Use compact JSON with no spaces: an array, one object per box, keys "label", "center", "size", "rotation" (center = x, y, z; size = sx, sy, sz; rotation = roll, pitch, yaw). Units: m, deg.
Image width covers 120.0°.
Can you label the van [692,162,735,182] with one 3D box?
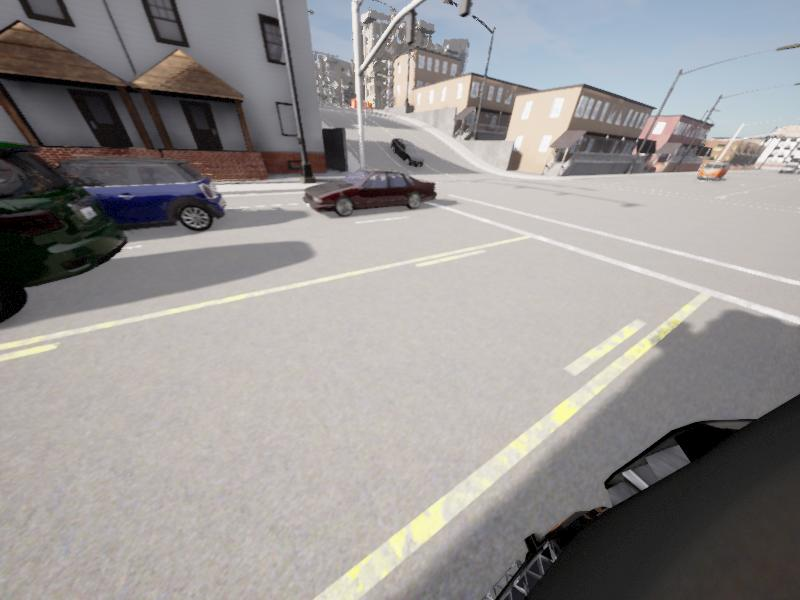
[{"label":"van","center":[40.161,-16.448,29.598],"size":[4.442,1.987,1.775],"rotation":[-16,38,-26]}]

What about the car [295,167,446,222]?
[{"label":"car","center":[-0.967,-4.383,9.171],"size":[5.357,1.411,2.033],"rotation":[-18,39,-28]}]

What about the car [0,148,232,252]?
[{"label":"car","center":[-7.290,-2.711,5.858],"size":[4.553,1.767,2.097],"rotation":[-16,38,-26]}]

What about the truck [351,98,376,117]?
[{"label":"truck","center":[-8.446,-44.704,53.747],"size":[5.204,2.467,2.627],"rotation":[-14,37,-27]}]

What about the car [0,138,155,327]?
[{"label":"car","center":[-7.163,-0.610,2.489],"size":[5.566,2.045,2.150],"rotation":[-16,38,-26]}]

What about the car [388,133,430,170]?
[{"label":"car","center":[0.825,-15.790,24.524],"size":[1.882,1.535,5.008],"rotation":[-17,58,-27]}]
